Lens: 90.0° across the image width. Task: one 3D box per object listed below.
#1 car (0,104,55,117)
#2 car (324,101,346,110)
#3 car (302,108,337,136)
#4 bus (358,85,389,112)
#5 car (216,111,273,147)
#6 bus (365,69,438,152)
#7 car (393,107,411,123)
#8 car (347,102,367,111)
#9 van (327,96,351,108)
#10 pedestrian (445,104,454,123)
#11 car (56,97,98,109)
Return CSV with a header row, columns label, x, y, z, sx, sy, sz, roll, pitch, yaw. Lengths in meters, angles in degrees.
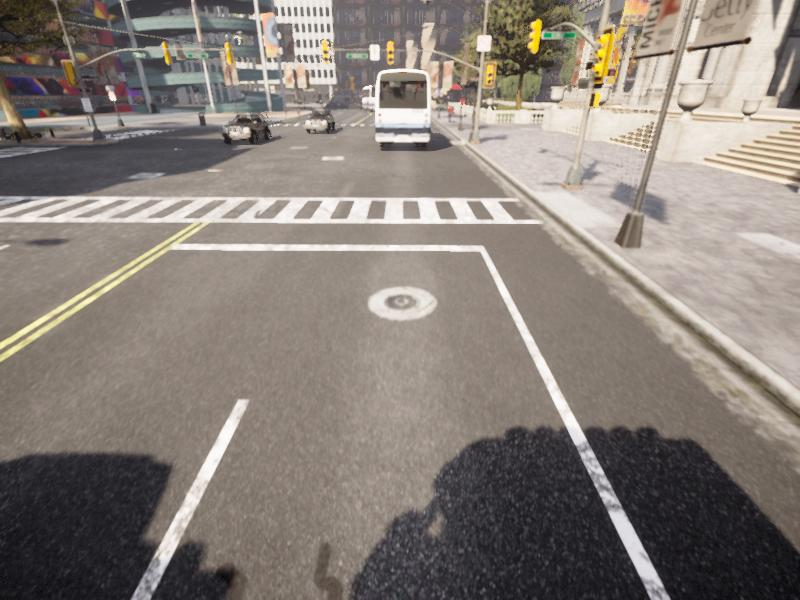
label,x,y,z,sx,sy,sz,roll,pitch,yaw
car,-49.728,-25.386,53.527,4.902,1.511,2.128,0,27,0
car,-14.744,-44.271,90.905,5.027,1.651,2.152,24,35,38
car,-6.742,-15.233,34.043,1.932,1.855,4.605,0,28,0
bus,-5.053,-37.684,75.006,3.944,4.253,10.273,-6,27,-13
car,-10.294,-11.608,26.987,1.932,1.855,4.605,0,27,0
bus,0.094,-13.009,27.205,3.944,4.253,10.273,0,27,0
car,0.314,-22.359,48.313,2.038,1.542,4.974,1,27,1
car,-9.011,-40.867,84.349,2.152,1.651,5.027,-16,31,-28
van,-14.487,-46.932,94.714,5.915,2.561,1.988,21,34,35
pedestrian,5.494,-20.610,44.219,0.751,1.860,0.751,9,29,17
car,-61.691,-37.646,76.459,5.566,2.045,2.435,0,27,0
